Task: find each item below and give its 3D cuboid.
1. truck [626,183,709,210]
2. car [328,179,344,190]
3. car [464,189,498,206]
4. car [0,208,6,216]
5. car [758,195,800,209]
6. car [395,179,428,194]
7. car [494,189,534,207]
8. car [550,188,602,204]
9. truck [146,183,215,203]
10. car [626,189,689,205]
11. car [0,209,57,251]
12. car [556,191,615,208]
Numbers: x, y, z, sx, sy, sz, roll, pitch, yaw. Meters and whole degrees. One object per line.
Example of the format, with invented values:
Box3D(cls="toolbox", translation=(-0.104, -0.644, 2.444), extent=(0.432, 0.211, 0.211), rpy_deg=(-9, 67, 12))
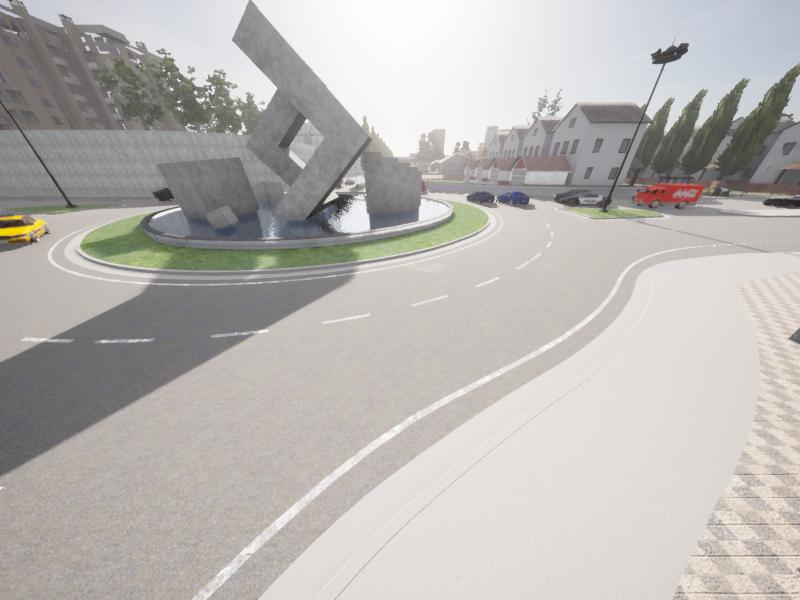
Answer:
Box3D(cls="truck", translation=(30.353, -11.906, 26.481), extent=(5.204, 2.467, 2.627), rpy_deg=(3, 30, 4))
Box3D(cls="car", translation=(-13.625, -24.622, 49.067), extent=(1.905, 1.878, 3.866), rpy_deg=(3, 30, 5))
Box3D(cls="car", translation=(10.457, -13.494, 30.239), extent=(1.812, 1.442, 4.674), rpy_deg=(-8, 31, -14))
Box3D(cls="car", translation=(-40.776, -8.782, 21.628), extent=(3.866, 1.878, 1.905), rpy_deg=(4, 30, 6))
Box3D(cls="car", translation=(45.191, -11.262, 26.522), extent=(4.718, 1.301, 1.895), rpy_deg=(0, 30, 0))
Box3D(cls="car", translation=(2.047, -20.988, 42.615), extent=(5.566, 2.045, 2.150), rpy_deg=(17, 34, 27))
Box3D(cls="car", translation=(14.265, -13.069, 29.408), extent=(1.882, 1.535, 5.008), rpy_deg=(-5, 31, -9))
Box3D(cls="car", translation=(23.191, -13.889, 30.739), extent=(4.856, 1.649, 2.033), rpy_deg=(7, 31, 11))
Box3D(cls="truck", translation=(-30.018, -14.912, 32.039), extent=(6.274, 2.098, 2.390), rpy_deg=(-16, 34, -26))
Box3D(cls="car", translation=(32.757, -13.209, 29.548), extent=(5.238, 1.638, 1.930), rpy_deg=(1, 30, 2))
Box3D(cls="car", translation=(-24.236, -4.497, 14.519), extent=(1.801, 1.575, 5.366), rpy_deg=(-26, 39, -37))
Box3D(cls="car", translation=(22.186, -12.190, 27.889), extent=(4.974, 1.542, 2.038), rpy_deg=(7, 31, 12))
